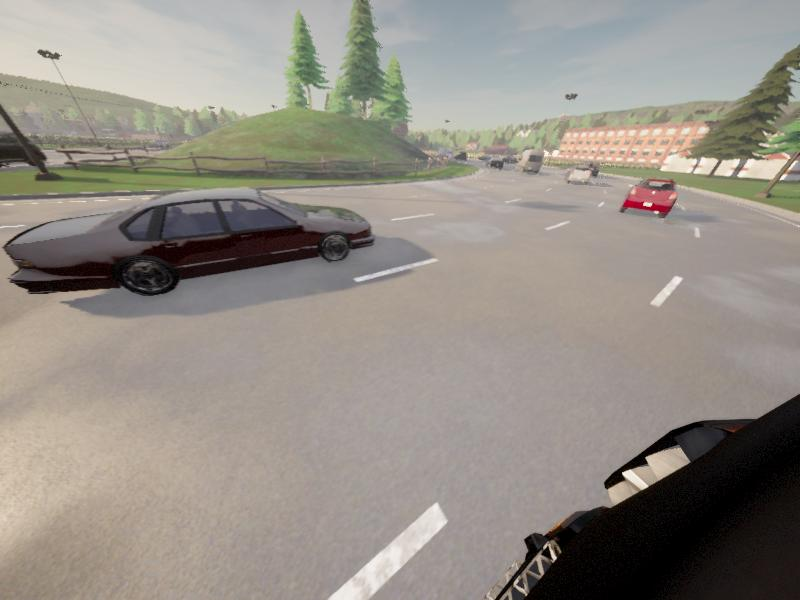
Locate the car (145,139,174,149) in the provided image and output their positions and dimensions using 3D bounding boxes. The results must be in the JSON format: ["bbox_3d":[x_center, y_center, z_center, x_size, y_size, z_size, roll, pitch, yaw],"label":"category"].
[{"bbox_3d":[-50.612,-32.950,48.798,2.038,1.542,4.974,-6,34,-13],"label":"car"}]

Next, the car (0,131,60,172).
[{"bbox_3d":[-25.520,-9.125,14.072,2.150,2.045,5.566,-6,34,-13],"label":"car"}]

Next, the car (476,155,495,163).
[{"bbox_3d":[21.695,-36.045,58.871,2.128,1.511,4.902,-6,34,-13],"label":"car"}]

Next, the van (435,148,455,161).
[{"bbox_3d":[11.111,-36.391,57.724,2.351,2.431,6.366,-6,34,-13],"label":"van"}]

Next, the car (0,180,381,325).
[{"bbox_3d":[-3.247,-1.429,4.641,5.357,1.411,2.033,-17,38,-27],"label":"car"}]

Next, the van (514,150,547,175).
[{"bbox_3d":[17.770,-19.043,31.829,1.988,2.561,5.915,10,34,9],"label":"van"}]

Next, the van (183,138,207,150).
[{"bbox_3d":[-43.494,-33.134,49.178,1.775,1.987,4.442,-6,35,-13],"label":"van"}]

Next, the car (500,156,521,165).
[{"bbox_3d":[26.340,-33.562,55.396,1.837,1.490,4.892,-6,34,-13],"label":"car"}]

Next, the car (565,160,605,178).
[{"bbox_3d":[24.498,-17.506,30.783,2.242,1.667,4.611,9,34,9],"label":"car"}]

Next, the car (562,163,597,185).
[{"bbox_3d":[17.345,-12.334,22.550,1.845,1.501,3.633,17,36,20],"label":"car"}]

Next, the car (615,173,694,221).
[{"bbox_3d":[12.240,-5.190,11.353,1.845,1.501,3.633,27,41,31],"label":"car"}]

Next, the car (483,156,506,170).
[{"bbox_3d":[15.043,-22.028,36.967,1.930,1.638,5.238,6,34,3],"label":"car"}]

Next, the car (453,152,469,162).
[{"bbox_3d":[14.993,-35.339,56.911,1.905,1.878,3.866,-6,34,-13],"label":"car"}]
